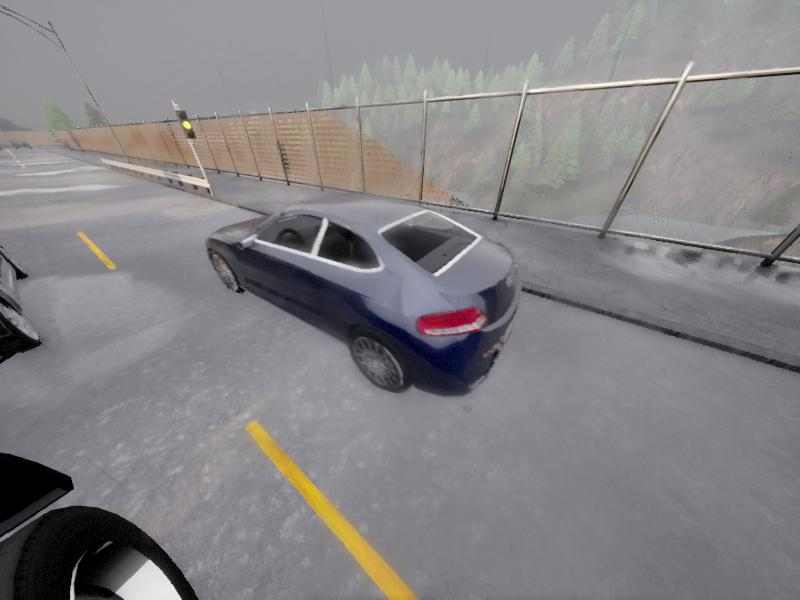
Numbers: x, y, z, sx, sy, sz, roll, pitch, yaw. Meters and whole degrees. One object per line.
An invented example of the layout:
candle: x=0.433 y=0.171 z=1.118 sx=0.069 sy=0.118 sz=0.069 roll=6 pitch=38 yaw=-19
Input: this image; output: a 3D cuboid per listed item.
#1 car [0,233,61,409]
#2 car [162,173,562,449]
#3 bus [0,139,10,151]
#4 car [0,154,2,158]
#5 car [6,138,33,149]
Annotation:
car: x=-6.539 y=-0.172 z=2.720 sx=5.238 sy=1.638 sz=1.930 roll=22 pitch=41 yaw=28
car: x=-0.888 y=-0.688 z=3.484 sx=5.027 sy=1.651 sz=2.152 roll=22 pitch=41 yaw=28
bus: x=-76.491 y=-29.733 z=41.947 sx=10.273 sy=4.253 sz=3.944 roll=22 pitch=41 yaw=28
car: x=-51.316 y=-18.352 z=28.235 sx=5.027 sy=1.651 sz=2.152 roll=22 pitch=41 yaw=28
car: x=-78.954 y=-32.450 z=47.927 sx=4.553 sy=1.767 sz=2.097 roll=22 pitch=41 yaw=28
